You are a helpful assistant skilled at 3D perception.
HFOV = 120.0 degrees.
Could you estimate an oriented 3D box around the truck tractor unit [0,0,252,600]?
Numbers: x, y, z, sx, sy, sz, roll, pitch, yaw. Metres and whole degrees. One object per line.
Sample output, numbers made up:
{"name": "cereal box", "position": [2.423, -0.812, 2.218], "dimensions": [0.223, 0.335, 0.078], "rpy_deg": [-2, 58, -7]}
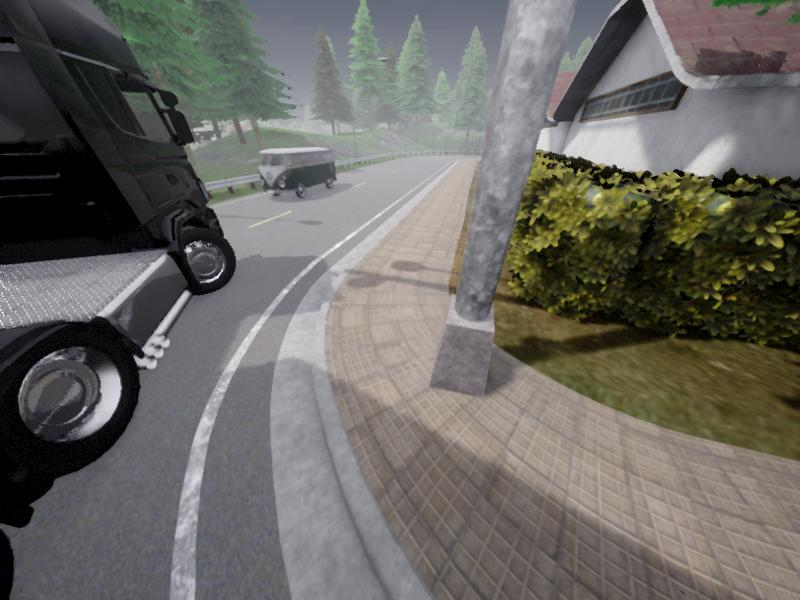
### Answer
{"name": "truck tractor unit", "position": [-4.050, -0.786, 1.511], "dimensions": [3.053, 4.208, 6.516], "rpy_deg": [-10, 36, -15]}

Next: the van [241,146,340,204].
{"name": "van", "position": [-5.037, -6.432, 11.555], "dimensions": [1.775, 1.987, 4.442], "rpy_deg": [10, 36, 13]}
